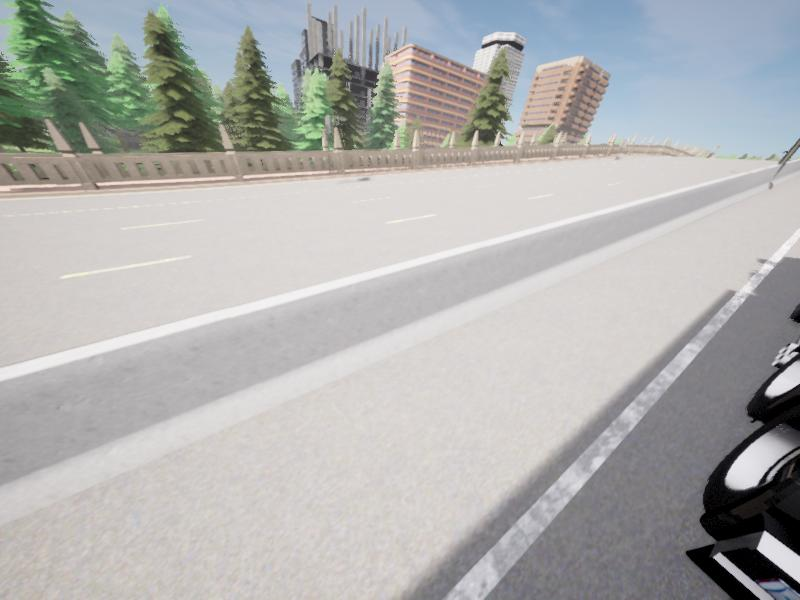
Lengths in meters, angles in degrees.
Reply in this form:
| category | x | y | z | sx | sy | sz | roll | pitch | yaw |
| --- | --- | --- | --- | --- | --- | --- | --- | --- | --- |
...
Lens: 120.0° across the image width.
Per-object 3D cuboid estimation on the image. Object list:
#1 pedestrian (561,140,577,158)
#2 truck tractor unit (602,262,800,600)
| category | x | y | z | sx | sy | sz | roll | pitch | yaw |
| --- | --- | --- | --- | --- | --- | --- | --- | --- | --- |
| pedestrian | 21.846 | -19.528 | 29.898 | 0.751 | 1.860 | 0.751 | -12 | 36 | -28 |
| truck tractor unit | 5.100 | -0.314 | 0.774 | 6.516 | 4.208 | 3.053 | -19 | 39 | -24 |
